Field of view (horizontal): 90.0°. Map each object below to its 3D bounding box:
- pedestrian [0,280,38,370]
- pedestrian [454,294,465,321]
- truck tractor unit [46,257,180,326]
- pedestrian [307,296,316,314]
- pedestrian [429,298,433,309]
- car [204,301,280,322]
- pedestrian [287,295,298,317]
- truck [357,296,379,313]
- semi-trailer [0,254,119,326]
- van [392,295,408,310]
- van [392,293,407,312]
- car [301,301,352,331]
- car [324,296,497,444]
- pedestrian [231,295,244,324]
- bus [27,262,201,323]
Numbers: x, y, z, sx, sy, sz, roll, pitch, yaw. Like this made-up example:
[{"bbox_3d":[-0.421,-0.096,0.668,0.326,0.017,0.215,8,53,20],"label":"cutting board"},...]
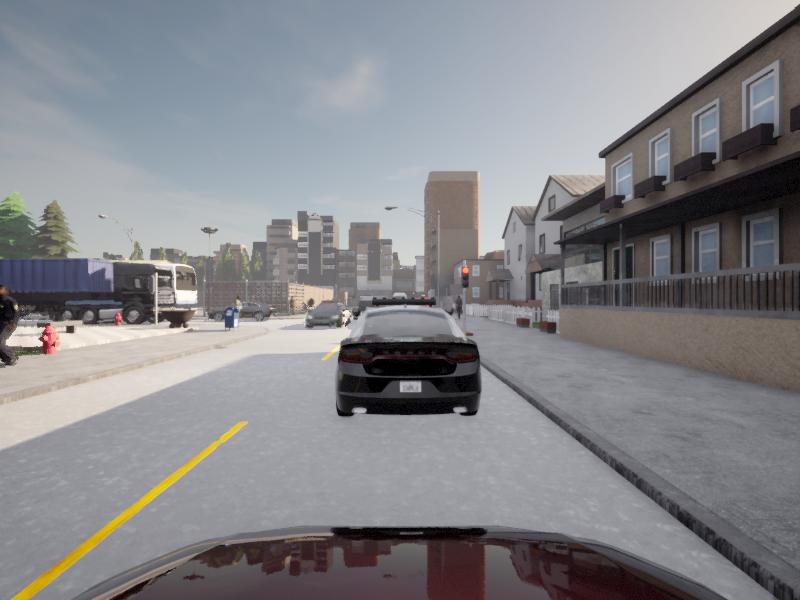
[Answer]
[{"bbox_3d":[-8.537,0.525,8.640,0.751,1.860,0.751,0,0,1],"label":"pedestrian"},{"bbox_3d":[4.258,0.533,28.708,0.751,1.860,0.751,0,0,9],"label":"pedestrian"},{"bbox_3d":[-18.399,-0.511,26.007,6.516,4.208,3.053,0,0,0],"label":"truck tractor unit"},{"bbox_3d":[-9.367,0.534,42.332,0.751,1.860,0.751,0,0,0],"label":"pedestrian"},{"bbox_3d":[5.167,0.524,66.680,0.751,1.860,0.751,0,0,0],"label":"pedestrian"},{"bbox_3d":[-11.787,0.836,30.087,4.902,1.511,2.128,0,0,-4],"label":"car"},{"bbox_3d":[-9.433,0.534,35.110,0.751,1.860,0.751,0,0,11],"label":"pedestrian"},{"bbox_3d":[-4.110,0.542,52.432,2.390,2.098,6.274,0,0,0],"label":"truck"},{"bbox_3d":[-26.313,-0.618,25.914,14.254,4.402,2.717,0,0,-1],"label":"semi-trailer"},{"bbox_3d":[-0.048,0.378,65.604,2.351,2.431,6.366,0,0,-1],"label":"van"},{"bbox_3d":[-0.076,0.322,57.479,1.988,2.561,5.915,0,0,-1],"label":"van"},{"bbox_3d":[-4.069,0.824,23.063,2.038,1.542,4.974,0,0,0],"label":"car"},{"bbox_3d":[0.062,0.771,7.066,1.930,1.638,5.238,0,0,-1],"label":"car"},{"bbox_3d":[-10.684,0.637,26.272,0.751,1.860,0.751,0,0,-21],"label":"pedestrian"},{"bbox_3d":[-20.892,-0.534,29.798,10.273,4.253,3.944,0,0,1],"label":"bus"}]
